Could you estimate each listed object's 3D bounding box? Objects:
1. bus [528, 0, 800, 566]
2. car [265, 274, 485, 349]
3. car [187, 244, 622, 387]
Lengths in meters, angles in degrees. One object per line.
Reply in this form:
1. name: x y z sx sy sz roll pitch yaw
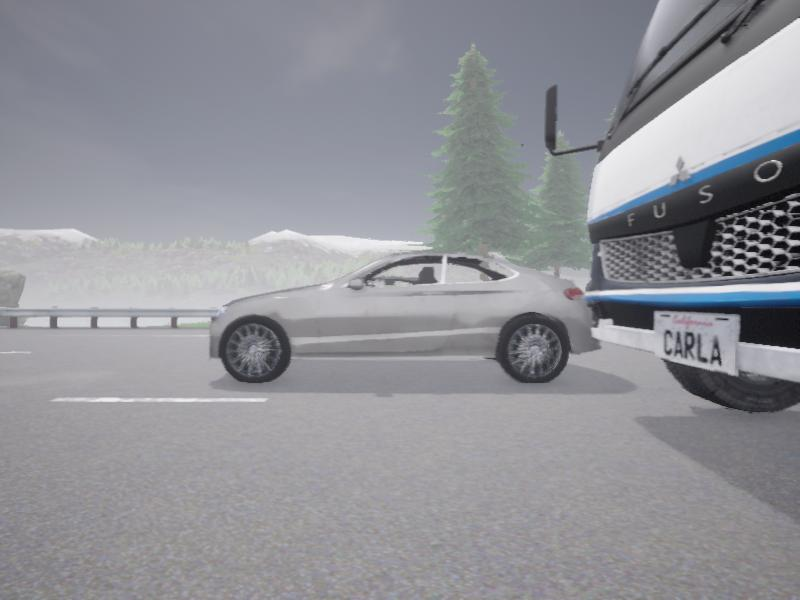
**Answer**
1. bus: 6.496 -1.111 2.078 10.273 4.253 3.944 2 0 0
2. car: -0.512 0.228 9.199 4.514 1.525 2.007 0 0 0
3. car: 0.057 0.180 5.697 5.027 1.651 2.152 0 0 0
